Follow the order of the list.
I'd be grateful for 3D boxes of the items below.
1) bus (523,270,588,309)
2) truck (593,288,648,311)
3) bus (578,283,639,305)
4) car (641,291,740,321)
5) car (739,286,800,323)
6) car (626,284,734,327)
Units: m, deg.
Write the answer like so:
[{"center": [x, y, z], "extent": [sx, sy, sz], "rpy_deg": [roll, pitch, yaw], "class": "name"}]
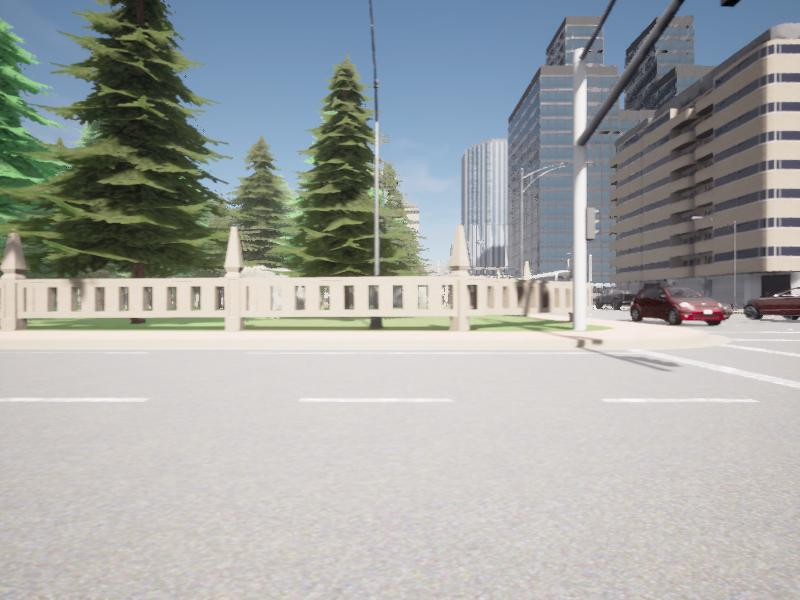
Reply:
[{"center": [18.498, -1.113, 48.802], "extent": [3.944, 4.253, 10.273], "rpy_deg": [0, 0, 0], "class": "bus"}, {"center": [21.869, -0.034, 40.073], "extent": [2.390, 2.098, 6.274], "rpy_deg": [0, 0, 4], "class": "truck"}, {"center": [42.111, -1.146, 80.933], "extent": [10.273, 4.253, 3.944], "rpy_deg": [0, 0, 0], "class": "bus"}, {"center": [15.108, 0.286, 21.201], "extent": [1.812, 1.442, 4.674], "rpy_deg": [0, 0, 0], "class": "car"}, {"center": [18.624, 0.201, 18.228], "extent": [2.152, 1.651, 5.027], "rpy_deg": [0, 0, 0], "class": "car"}, {"center": [11.545, 0.201, 16.876], "extent": [1.851, 1.617, 3.988], "rpy_deg": [0, 0, 2], "class": "car"}]
